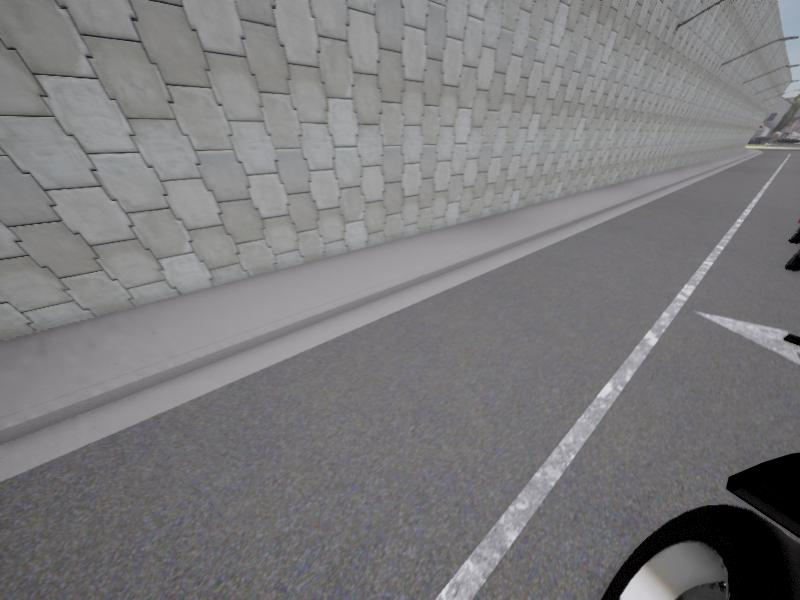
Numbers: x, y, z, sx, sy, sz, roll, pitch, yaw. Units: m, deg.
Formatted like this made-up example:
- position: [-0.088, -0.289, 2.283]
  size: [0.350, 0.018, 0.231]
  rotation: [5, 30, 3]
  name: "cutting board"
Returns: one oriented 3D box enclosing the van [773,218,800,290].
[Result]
- position: [9.313, -1.462, 4.190]
  size: [4.442, 1.987, 1.775]
  rotation: [-22, 41, -28]
  name: "van"
